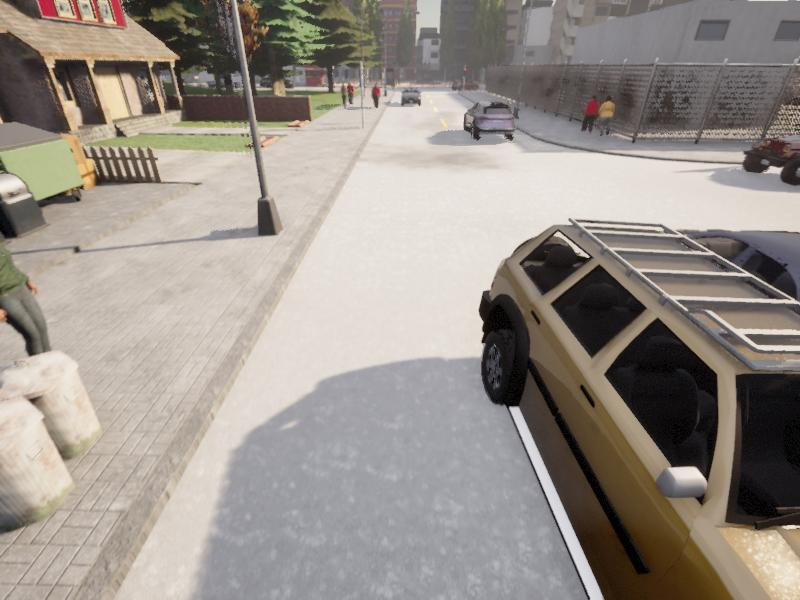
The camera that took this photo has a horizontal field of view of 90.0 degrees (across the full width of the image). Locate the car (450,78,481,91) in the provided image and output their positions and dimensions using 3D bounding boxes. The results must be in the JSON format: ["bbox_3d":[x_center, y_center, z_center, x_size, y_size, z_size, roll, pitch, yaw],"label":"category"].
[{"bbox_3d":[9.542,-31.324,58.168,3.988,1.617,1.851,-16,34,-26],"label":"car"}]

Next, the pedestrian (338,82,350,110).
[{"bbox_3d":[-4.278,-15.652,30.635,0.751,1.860,0.751,1,30,1],"label":"pedestrian"}]

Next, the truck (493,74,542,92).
[{"bbox_3d":[17.062,-31.764,58.549,6.274,2.098,2.390,1,30,1],"label":"truck"}]

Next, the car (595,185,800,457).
[{"bbox_3d":[4.186,-0.134,4.799,1.845,1.501,3.633,1,30,1],"label":"car"}]

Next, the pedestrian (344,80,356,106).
[{"bbox_3d":[-4.142,-17.197,33.281,0.751,1.860,0.751,3,30,5],"label":"pedestrian"}]

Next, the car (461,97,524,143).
[{"bbox_3d":[4.478,-9.208,20.228,2.033,1.649,4.856,0,30,0],"label":"car"}]

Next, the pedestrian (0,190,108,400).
[{"bbox_3d":[-3.750,-0.024,3.905,0.751,1.860,0.751,-6,31,-11],"label":"pedestrian"}]

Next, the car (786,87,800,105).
[{"bbox_3d":[40.385,-19.782,38.829,3.633,1.501,1.845,1,30,1],"label":"car"}]

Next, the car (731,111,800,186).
[{"bbox_3d":[13.306,-4.719,12.425,3.866,1.878,1.905,1,30,1],"label":"car"}]

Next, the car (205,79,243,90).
[{"bbox_3d":[-26.121,-32.068,59.487,4.674,1.442,1.812,1,30,1],"label":"car"}]

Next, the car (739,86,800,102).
[{"bbox_3d":[40.080,-22.096,42.906,5.357,1.415,2.033,1,30,1],"label":"car"}]

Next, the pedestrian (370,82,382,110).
[{"bbox_3d":[-1.831,-15.709,30.771,0.751,1.860,0.751,2,30,2],"label":"pedestrian"}]

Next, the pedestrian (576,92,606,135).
[{"bbox_3d":[9.521,-9.314,19.987,0.751,1.860,0.751,1,30,0],"label":"pedestrian"}]

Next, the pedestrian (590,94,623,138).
[{"bbox_3d":[9.759,-8.720,18.974,0.751,1.860,0.751,1,30,1],"label":"pedestrian"}]

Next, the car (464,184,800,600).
[{"bbox_3d":[2.053,0.847,2.758,1.932,1.855,4.605,2,32,-7],"label":"car"}]

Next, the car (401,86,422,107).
[{"bbox_3d":[1.004,-18.223,35.752,1.816,1.474,4.193,1,30,1],"label":"car"}]

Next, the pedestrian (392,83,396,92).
[{"bbox_3d":[-0.821,-28.657,53.900,0.500,1.100,0.500,3,30,5],"label":"pedestrian"}]

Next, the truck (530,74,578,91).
[{"bbox_3d":[23.747,-33.675,61.922,6.274,2.098,2.390,1,30,1],"label":"truck"}]

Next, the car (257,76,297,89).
[{"bbox_3d":[-18.161,-32.190,59.208,5.027,1.651,2.152,1,30,1],"label":"car"}]

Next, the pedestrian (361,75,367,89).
[{"bbox_3d":[-5.393,-32.696,59.986,0.751,1.860,0.751,2,30,2],"label":"pedestrian"}]
